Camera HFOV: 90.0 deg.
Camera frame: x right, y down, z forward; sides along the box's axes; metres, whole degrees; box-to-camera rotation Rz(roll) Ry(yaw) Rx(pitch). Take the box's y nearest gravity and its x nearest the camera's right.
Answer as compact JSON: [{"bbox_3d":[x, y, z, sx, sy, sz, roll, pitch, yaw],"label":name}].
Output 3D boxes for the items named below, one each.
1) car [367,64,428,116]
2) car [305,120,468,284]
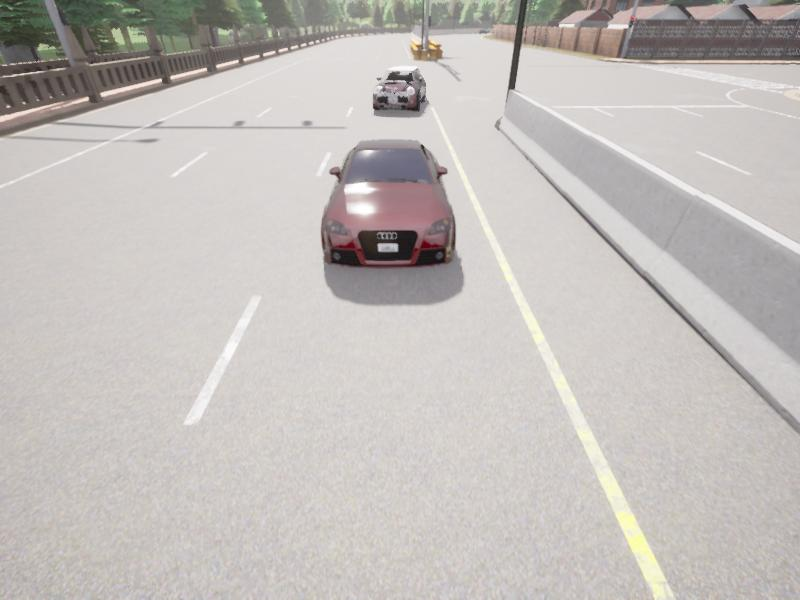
[{"bbox_3d":[0.008,-9.099,17.151,1.970,1.475,3.806,5,35,8],"label":"car"},{"bbox_3d":[-0.189,-1.990,6.992,1.994,1.385,4.181,0,35,-1],"label":"car"}]
